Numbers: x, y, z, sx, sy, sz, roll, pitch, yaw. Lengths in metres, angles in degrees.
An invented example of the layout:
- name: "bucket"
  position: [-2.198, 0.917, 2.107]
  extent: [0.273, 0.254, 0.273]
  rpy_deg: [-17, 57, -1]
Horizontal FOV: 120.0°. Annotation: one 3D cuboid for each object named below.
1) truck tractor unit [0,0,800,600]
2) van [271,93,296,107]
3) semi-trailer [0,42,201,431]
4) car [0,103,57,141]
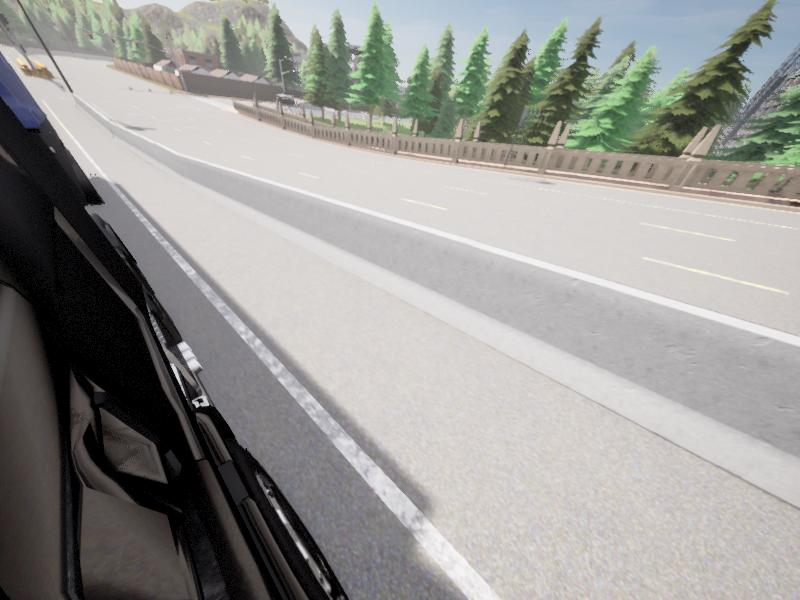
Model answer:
- name: "truck tractor unit"
  position: [-2.645, -0.295, 0.351]
  extent: [6.516, 4.208, 3.053]
  rpy_deg: [28, 44, 30]
- name: "van"
  position: [-27.556, -47.461, 54.907]
  extent: [2.069, 2.038, 4.480]
  rpy_deg: [35, 47, 26]
- name: "semi-trailer"
  position: [-8.688, -3.608, 4.241]
  extent: [14.254, 4.402, 2.717]
  rpy_deg: [28, 44, 30]
- name: "car"
  position: [-23.861, -11.165, 14.476]
  extent: [3.806, 1.475, 1.970]
  rpy_deg: [32, 45, 26]
